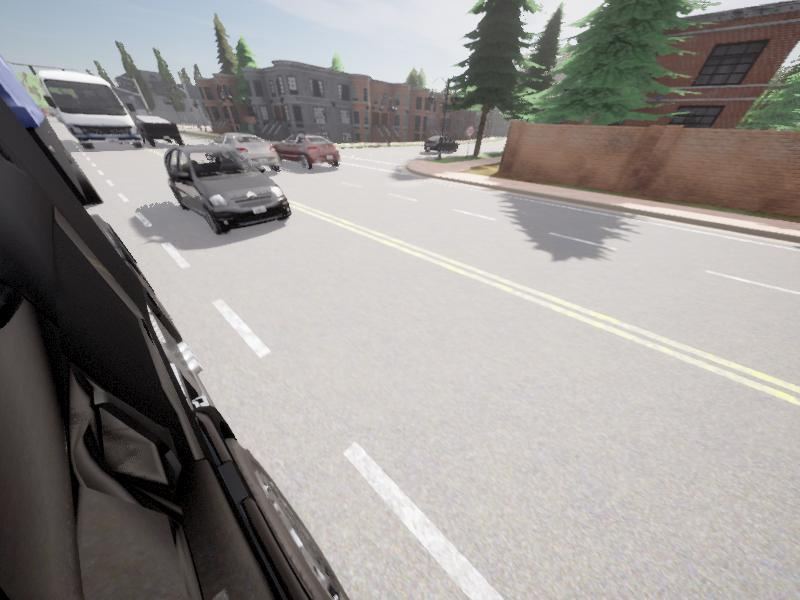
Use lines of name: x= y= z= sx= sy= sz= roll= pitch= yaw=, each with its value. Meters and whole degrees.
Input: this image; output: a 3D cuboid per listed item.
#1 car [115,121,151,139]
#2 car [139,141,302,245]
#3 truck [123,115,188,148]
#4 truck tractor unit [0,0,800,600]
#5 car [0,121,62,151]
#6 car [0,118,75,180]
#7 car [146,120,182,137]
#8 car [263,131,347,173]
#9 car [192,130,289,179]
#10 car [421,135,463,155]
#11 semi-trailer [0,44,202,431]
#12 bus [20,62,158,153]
car: x=-31.138 y=-19.852 z=26.937 sx=4.193 sy=1.474 sz=1.816 roll=28 pitch=44 yaw=30
car: x=-4.699 y=-3.057 z=6.084 sx=3.988 sy=1.617 sz=1.851 roll=28 pitch=44 yaw=30
truck: x=-22.189 y=-15.336 z=20.949 sx=6.274 sy=2.098 sz=2.390 roll=28 pitch=44 yaw=30
truck tractor unit: x=-2.645 y=-0.295 z=0.351 sx=6.516 sy=4.208 sz=3.053 roll=28 pitch=44 yaw=30
car: x=-25.299 y=-11.270 z=15.828 sx=3.633 sy=1.501 sz=1.845 roll=28 pitch=44 yaw=30
car: x=-16.183 y=-6.550 z=9.814 sx=4.605 sy=1.855 sz=1.932 roll=28 pitch=44 yaw=30
car: x=-31.279 y=-22.737 z=30.635 sx=4.856 sy=1.649 sz=2.033 roll=28 pitch=44 yaw=30
car: x=-5.838 y=-9.163 z=14.125 sx=5.027 sy=1.651 sz=2.152 roll=28 pitch=44 yaw=30
car: x=-8.408 y=-7.789 z=12.142 sx=5.027 sy=1.651 sz=2.152 roll=28 pitch=44 yaw=30
car: x=4.528 y=-16.616 z=24.708 sx=1.837 sy=1.490 sz=4.892 roll=30 pitch=44 yaw=31
semi-trailer: x=-8.701 y=-3.603 z=4.227 sx=14.254 sy=4.402 sz=2.717 roll=28 pitch=44 yaw=30
bus: x=-23.692 y=-14.368 z=17.779 sx=10.273 sy=4.253 sz=3.944 roll=28 pitch=44 yaw=30
